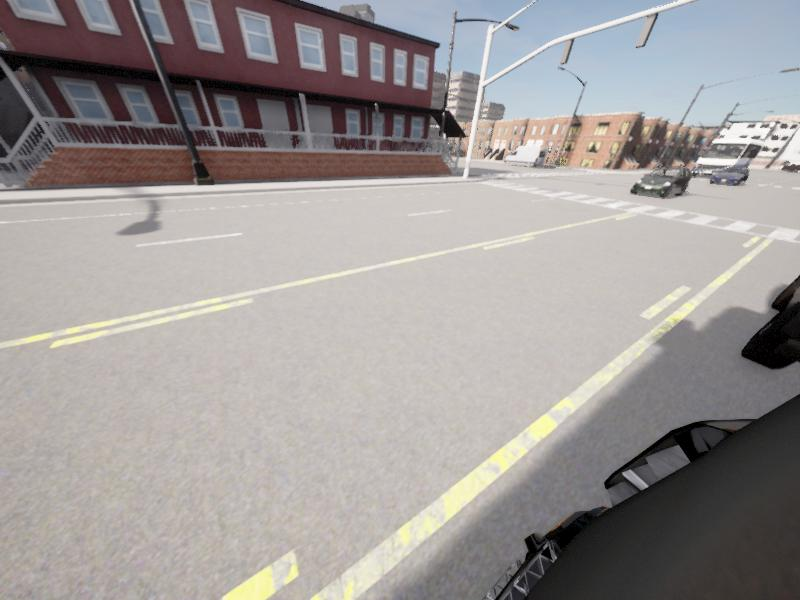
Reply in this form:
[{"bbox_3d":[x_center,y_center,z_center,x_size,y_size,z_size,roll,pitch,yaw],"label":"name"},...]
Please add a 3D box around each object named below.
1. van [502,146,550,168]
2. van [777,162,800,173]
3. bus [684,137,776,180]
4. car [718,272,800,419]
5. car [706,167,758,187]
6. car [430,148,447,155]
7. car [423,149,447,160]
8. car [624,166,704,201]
[{"bbox_3d":[19.215,-22.129,35.712,1.988,2.561,5.915,-16,38,-25],"label":"van"},{"bbox_3d":[89.535,-29.886,52.116,2.069,2.038,4.480,12,35,14],"label":"van"},{"bbox_3d":[42.964,-18.424,30.148,10.273,4.253,3.944,-16,38,-26],"label":"bus"},{"bbox_3d":[5.903,0.118,2.339,3.866,1.878,1.905,-16,38,-26],"label":"car"},{"bbox_3d":[31.737,-11.810,22.090,4.193,1.474,1.816,-16,38,-26],"label":"car"},{"bbox_3d":[11.933,-46.466,72.384,5.008,1.535,1.882,-17,38,-26],"label":"car"},{"bbox_3d":[7.060,-29.989,47.456,1.930,1.638,5.238,-16,38,-26],"label":"car"},{"bbox_3d":[16.427,-7.369,14.401,3.988,1.617,1.851,-16,38,-26],"label":"car"}]
